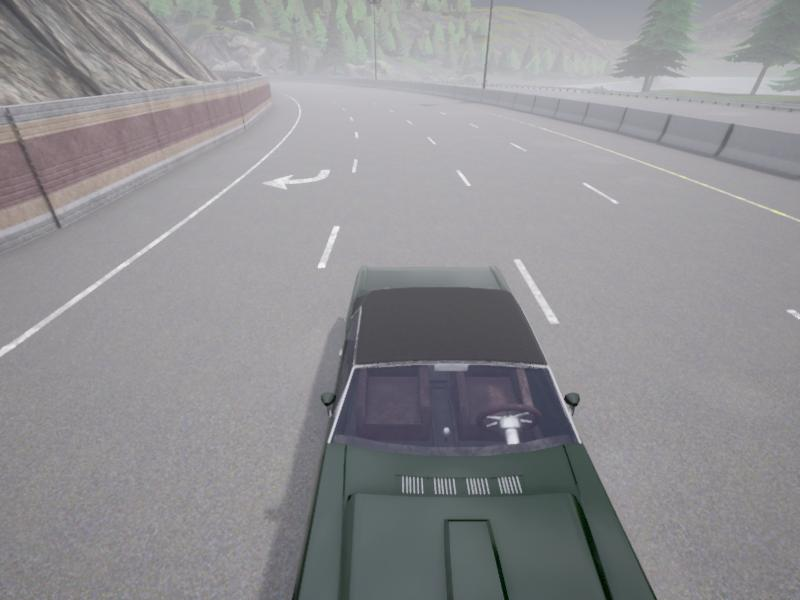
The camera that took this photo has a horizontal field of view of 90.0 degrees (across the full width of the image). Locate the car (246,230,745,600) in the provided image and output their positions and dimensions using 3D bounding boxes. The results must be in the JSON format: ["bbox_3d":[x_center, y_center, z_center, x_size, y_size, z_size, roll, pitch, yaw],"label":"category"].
[{"bbox_3d":[0.364,0.888,3.234,1.895,1.301,4.718,0,30,0],"label":"car"}]
